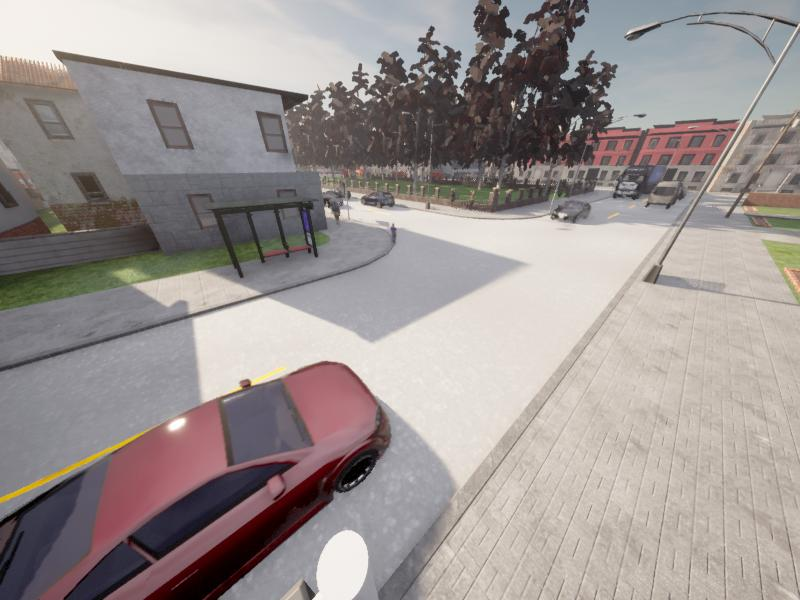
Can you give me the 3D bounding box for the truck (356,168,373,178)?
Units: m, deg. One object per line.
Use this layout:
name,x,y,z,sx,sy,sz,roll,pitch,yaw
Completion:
truck,-15.355,-54.949,99.777,2.891,3.827,8.468,-23,37,-34

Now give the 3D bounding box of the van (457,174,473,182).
van,19.538,-36.704,69.597,1.775,1.987,4.442,-23,37,-34

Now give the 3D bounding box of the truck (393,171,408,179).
truck,0.161,-45.375,84.020,2.627,2.467,5.204,-23,37,-34

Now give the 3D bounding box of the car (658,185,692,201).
car,39.313,-15.388,32.988,4.611,1.667,2.242,-21,36,-32

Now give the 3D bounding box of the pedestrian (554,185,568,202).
pedestrian,20.521,-13.640,29.514,0.751,1.860,0.751,-19,35,-30

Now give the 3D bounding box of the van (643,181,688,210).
van,30.340,-12.060,26.347,5.915,2.561,1.988,-21,36,-34

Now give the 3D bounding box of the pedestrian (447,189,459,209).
pedestrian,5.577,-10.760,24.528,0.751,1.860,0.751,-19,35,-29

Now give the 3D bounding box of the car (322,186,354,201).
car,-8.861,-15.242,32.895,2.128,1.511,4.902,-25,38,-36

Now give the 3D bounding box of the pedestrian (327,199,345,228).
pedestrian,-4.604,-6.269,16.730,0.751,1.860,0.751,-20,36,-31

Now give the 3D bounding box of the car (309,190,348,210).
car,-8.272,-11.588,26.566,2.128,1.511,4.902,-23,37,-34

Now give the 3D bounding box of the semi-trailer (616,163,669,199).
semi-trailer,38.701,-19.083,36.642,14.254,4.402,2.717,-23,37,-34

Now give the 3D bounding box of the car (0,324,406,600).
car,-2.172,2.104,2.990,4.181,1.385,1.994,-22,37,-34

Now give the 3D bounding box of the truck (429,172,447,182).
truck,11.776,-38.442,72.144,2.627,2.467,5.204,-22,36,-33

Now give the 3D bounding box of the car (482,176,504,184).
car,25.498,-32.998,63.534,2.033,1.649,4.856,-23,37,-34

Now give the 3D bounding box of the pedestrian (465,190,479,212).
pedestrian,7.152,-9.815,22.891,0.751,1.860,0.751,-26,39,-37

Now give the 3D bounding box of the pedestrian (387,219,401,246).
pedestrian,-0.319,-3.814,13.056,0.751,1.300,0.751,2,30,4

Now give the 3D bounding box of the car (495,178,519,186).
car,26.416,-29.308,57.232,1.882,1.535,5.008,-23,37,-34

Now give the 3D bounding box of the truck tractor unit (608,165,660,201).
truck tractor unit,32.656,-16.444,32.270,6.516,4.208,3.053,-23,37,-34

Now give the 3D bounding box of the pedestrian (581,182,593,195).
pedestrian,29.087,-17.324,35.897,0.751,1.860,0.751,-25,39,-37

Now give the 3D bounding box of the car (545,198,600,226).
car,14.829,-7.688,19.811,4.902,1.511,2.128,-23,37,-34

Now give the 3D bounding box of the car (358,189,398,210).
car,-2.568,-11.560,26.401,2.033,1.649,4.856,-24,38,-36
